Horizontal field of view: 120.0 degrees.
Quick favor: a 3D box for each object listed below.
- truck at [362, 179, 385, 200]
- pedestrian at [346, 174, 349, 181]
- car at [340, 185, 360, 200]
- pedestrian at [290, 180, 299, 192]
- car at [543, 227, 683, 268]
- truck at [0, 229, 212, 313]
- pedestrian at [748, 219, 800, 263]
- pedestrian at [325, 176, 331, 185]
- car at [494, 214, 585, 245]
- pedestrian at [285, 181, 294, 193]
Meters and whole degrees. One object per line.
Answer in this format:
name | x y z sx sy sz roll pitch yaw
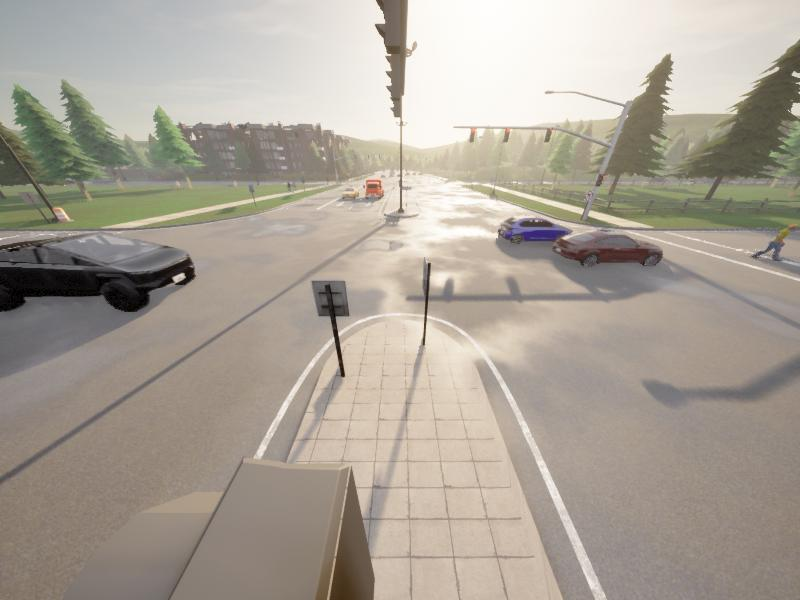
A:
truck | -3.776 -16.284 33.842 2.627 2.467 5.204 0 30 0
pedestrian | -16.587 -38.765 73.036 0.751 1.860 0.751 1 30 2
car | -7.276 -15.902 34.069 1.801 1.575 5.366 0 30 0
pedestrian | -18.362 -19.810 40.204 0.751 1.860 0.751 3 30 5
car | 9.954 -2.585 11.140 4.674 1.442 1.812 0 30 -1
truck | -10.811 -1.079 7.876 6.274 2.098 2.390 0 30 0
pedestrian | 18.180 -2.811 11.063 0.751 1.860 0.751 -9 31 -15
pedestrian | -17.564 -29.152 56.385 0.751 1.860 0.751 2 30 4
car | 8.310 -4.343 14.154 4.193 1.474 1.816 0 30 0
pedestrian | -18.622 -19.040 38.871 0.751 1.860 0.751 3 30 6
